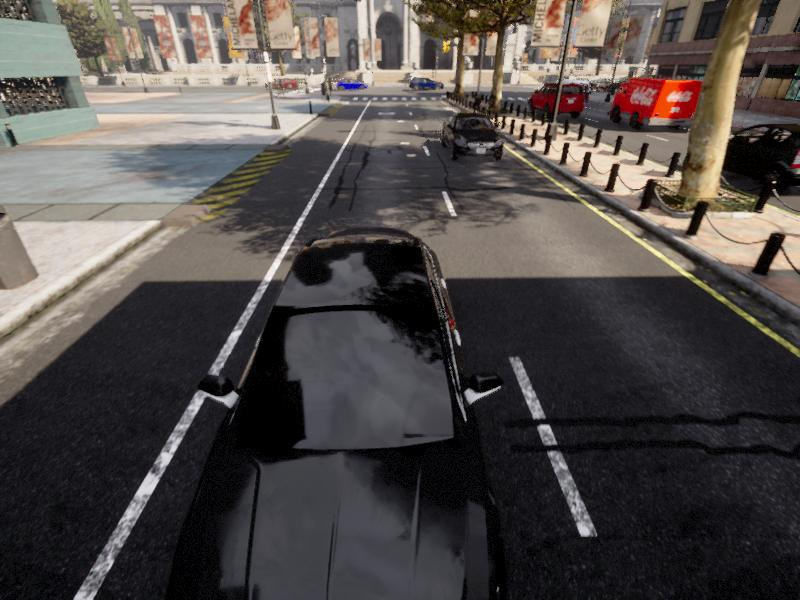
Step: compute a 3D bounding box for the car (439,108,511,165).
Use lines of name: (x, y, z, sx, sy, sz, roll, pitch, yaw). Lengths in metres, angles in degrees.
car: (2.745, -6.577, 15.790, 1.812, 1.442, 4.674, -1, 30, -2)

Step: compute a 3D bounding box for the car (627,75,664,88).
car: (35.712, -31.874, 58.311, 3.988, 1.617, 1.851, 0, 30, -1)

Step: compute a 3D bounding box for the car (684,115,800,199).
car: (10.944, -4.404, 11.932, 1.851, 1.617, 3.988, -1, 30, -1)

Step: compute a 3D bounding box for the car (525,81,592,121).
car: (10.571, -13.623, 27.233, 2.150, 2.045, 5.566, -1, 30, -1)

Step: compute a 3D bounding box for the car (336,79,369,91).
car: (-6.482, -29.483, 54.834, 4.193, 1.474, 1.816, 0, 30, -1)

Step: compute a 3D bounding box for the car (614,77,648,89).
car: (35.443, -33.357, 61.491, 3.806, 1.475, 1.970, 0, 30, -1)

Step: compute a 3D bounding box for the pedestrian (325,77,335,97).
pedestrian: (-7.302, -22.341, 41.919, 0.751, 1.860, 0.751, -1, 30, -2)

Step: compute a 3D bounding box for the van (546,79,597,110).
van: (13.932, -16.915, 32.865, 2.069, 2.038, 4.480, -1, 30, -1)

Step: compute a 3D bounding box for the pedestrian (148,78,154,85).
pedestrian: (-41.578, -36.512, 66.800, 0.500, 1.100, 0.500, 4, 31, 7)

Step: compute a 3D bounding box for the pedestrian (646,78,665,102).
pedestrian: (23.585, -19.397, 36.948, 0.751, 1.860, 0.751, 1, 30, 2)

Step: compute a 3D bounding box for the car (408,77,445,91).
car: (3.587, -29.630, 54.942, 4.856, 1.649, 2.033, 0, 30, -1)

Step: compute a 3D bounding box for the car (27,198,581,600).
car: (-0.365, 0.498, 3.658, 1.837, 1.490, 4.892, -1, 30, -1)

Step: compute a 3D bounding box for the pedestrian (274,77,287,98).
pedestrian: (-12.230, -21.777, 40.948, 0.751, 1.860, 0.751, 6, 31, 10)

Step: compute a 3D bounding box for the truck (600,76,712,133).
truck: (14.171, -11.231, 22.762, 2.627, 2.467, 5.204, 0, 31, -1)

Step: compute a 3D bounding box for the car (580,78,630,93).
car: (26.673, -28.036, 52.266, 5.238, 1.638, 1.930, 0, 30, -1)

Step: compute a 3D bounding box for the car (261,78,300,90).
car: (-17.175, -31.166, 57.695, 4.792, 1.488, 2.163, 0, 30, -1)
